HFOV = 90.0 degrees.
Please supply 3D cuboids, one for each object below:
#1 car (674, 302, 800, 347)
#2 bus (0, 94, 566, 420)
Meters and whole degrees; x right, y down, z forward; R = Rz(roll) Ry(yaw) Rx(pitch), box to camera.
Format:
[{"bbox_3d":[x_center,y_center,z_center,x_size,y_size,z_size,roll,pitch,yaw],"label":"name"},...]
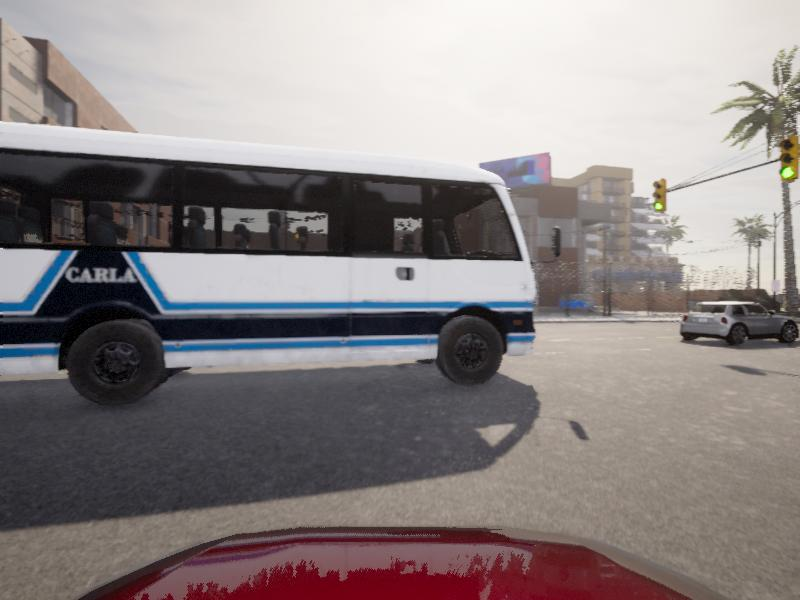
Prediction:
[{"bbox_3d":[12.508,0.805,14.777,3.806,1.475,1.970,0,0,-17],"label":"car"},{"bbox_3d":[-2.449,-0.565,7.928,10.273,4.253,3.944,0,0,-14],"label":"bus"}]
